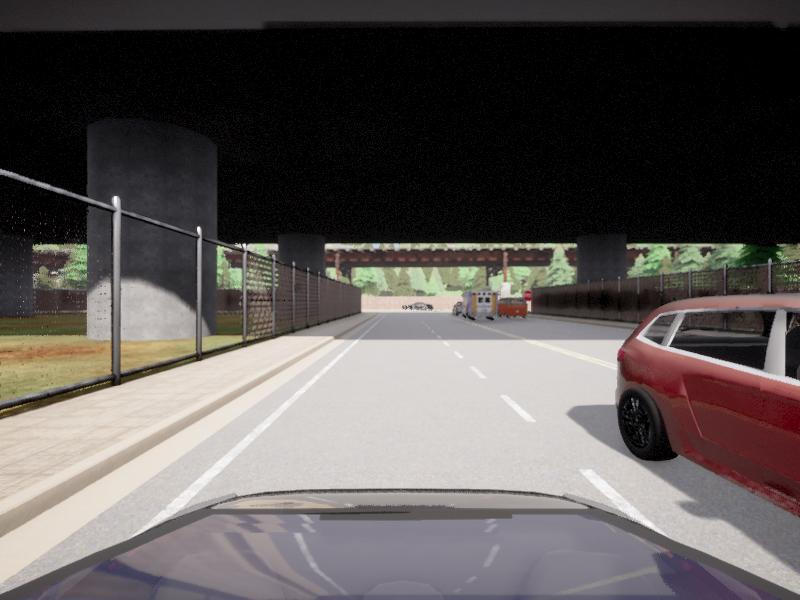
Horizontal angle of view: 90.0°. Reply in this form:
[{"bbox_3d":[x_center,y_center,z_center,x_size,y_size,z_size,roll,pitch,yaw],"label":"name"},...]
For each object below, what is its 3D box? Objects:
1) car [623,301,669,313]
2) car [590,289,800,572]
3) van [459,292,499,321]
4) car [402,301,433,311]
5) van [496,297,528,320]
[{"bbox_3d":[34.630,1.008,56.420,5.238,1.638,1.930,0,0,1],"label":"car"},{"bbox_3d":[3.479,0.771,2.622,2.242,1.667,4.611,0,0,0],"label":"car"},{"bbox_3d":[7.008,0.531,36.172,2.351,2.431,6.366,0,0,0],"label":"van"},{"bbox_3d":[2.934,1.053,67.388,5.238,1.638,1.930,0,0,1],"label":"car"},{"bbox_3d":[10.506,0.759,37.890,1.775,1.987,4.442,0,0,0],"label":"van"}]
